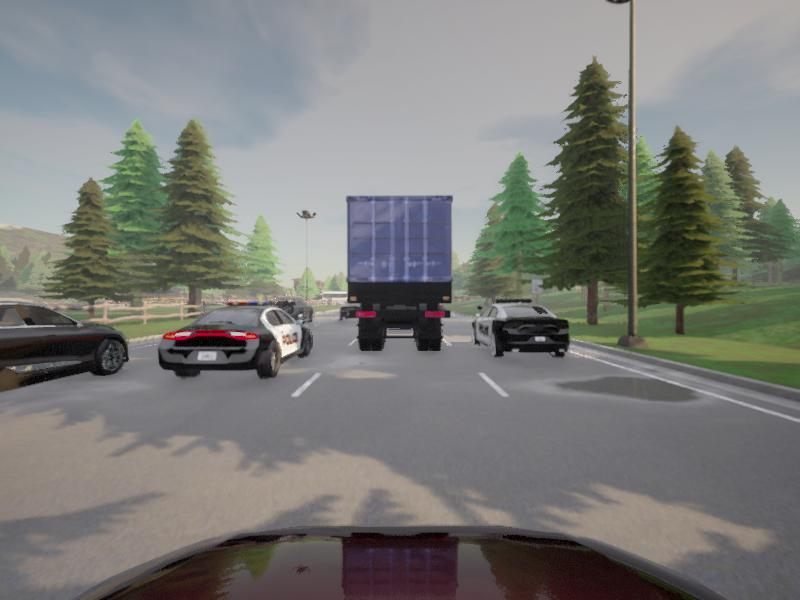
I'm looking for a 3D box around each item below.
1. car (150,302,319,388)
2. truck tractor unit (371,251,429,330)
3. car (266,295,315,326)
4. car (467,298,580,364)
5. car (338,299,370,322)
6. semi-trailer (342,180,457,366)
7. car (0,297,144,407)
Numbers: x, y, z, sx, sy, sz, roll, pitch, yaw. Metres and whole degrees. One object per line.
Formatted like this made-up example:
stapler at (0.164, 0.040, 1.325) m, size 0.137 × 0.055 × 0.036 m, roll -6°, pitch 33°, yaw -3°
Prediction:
car at (-3.500, 0.823, 9.716) m, size 2.038 × 1.542 × 4.974 m, roll 0°, pitch 0°, yaw 0°
truck tractor unit at (0.002, -0.518, 24.501) m, size 3.053 × 4.208 × 6.516 m, roll 0°, pitch 0°, yaw 0°
car at (-7.000, 0.647, 26.123) m, size 1.932 × 1.855 × 4.605 m, roll 0°, pitch 0°, yaw 0°
car at (3.499, 0.768, 12.565) m, size 1.930 × 1.638 × 5.238 m, roll 0°, pitch 0°, yaw 0°
car at (-3.501, 0.765, 31.391) m, size 1.930 × 1.638 × 5.238 m, roll 0°, pitch 0°, yaw 0°
semi-trailer at (-0.002, -0.620, 16.589) m, size 2.717 × 4.402 × 14.254 m, roll 0°, pitch 0°, yaw 0°
car at (-7.000, 0.776, 6.916) m, size 2.033 × 1.649 × 4.856 m, roll 0°, pitch 0°, yaw 0°
